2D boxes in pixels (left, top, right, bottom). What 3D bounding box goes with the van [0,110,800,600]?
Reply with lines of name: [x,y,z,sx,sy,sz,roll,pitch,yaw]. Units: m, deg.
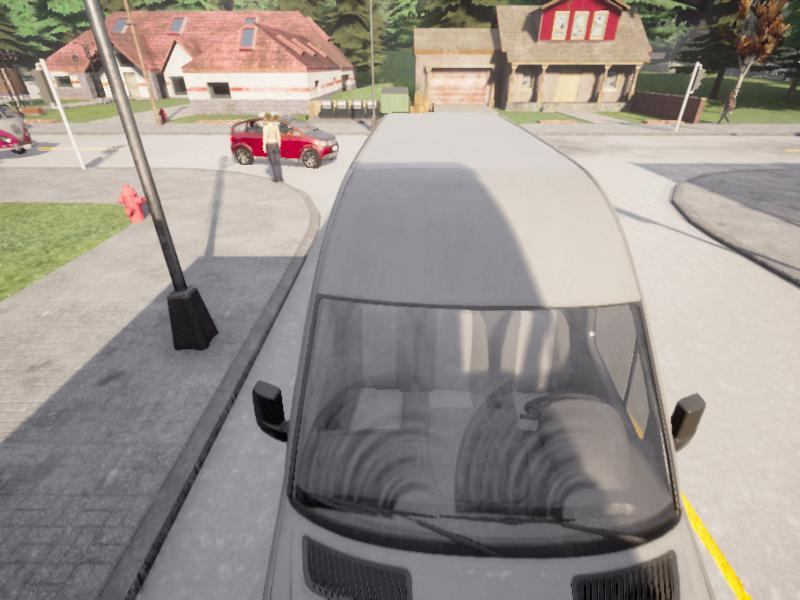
van: [0.432,0.007,3.519,1.988,2.561,5.915,1,30,2]

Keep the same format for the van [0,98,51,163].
van: [-16.254,-6.295,14.823,4.442,1.987,1.775,0,30,1]

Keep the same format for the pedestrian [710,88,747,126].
pedestrian: [18.381,-10.801,22.417,0.751,1.860,0.751,0,30,0]

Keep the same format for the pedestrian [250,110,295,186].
pedestrian: [-3.544,-4.259,11.210,0.751,1.860,0.751,-17,34,-27]

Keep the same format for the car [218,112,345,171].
car: [-4.059,-5.653,14.151,3.705,1.549,1.789,6,31,11]
